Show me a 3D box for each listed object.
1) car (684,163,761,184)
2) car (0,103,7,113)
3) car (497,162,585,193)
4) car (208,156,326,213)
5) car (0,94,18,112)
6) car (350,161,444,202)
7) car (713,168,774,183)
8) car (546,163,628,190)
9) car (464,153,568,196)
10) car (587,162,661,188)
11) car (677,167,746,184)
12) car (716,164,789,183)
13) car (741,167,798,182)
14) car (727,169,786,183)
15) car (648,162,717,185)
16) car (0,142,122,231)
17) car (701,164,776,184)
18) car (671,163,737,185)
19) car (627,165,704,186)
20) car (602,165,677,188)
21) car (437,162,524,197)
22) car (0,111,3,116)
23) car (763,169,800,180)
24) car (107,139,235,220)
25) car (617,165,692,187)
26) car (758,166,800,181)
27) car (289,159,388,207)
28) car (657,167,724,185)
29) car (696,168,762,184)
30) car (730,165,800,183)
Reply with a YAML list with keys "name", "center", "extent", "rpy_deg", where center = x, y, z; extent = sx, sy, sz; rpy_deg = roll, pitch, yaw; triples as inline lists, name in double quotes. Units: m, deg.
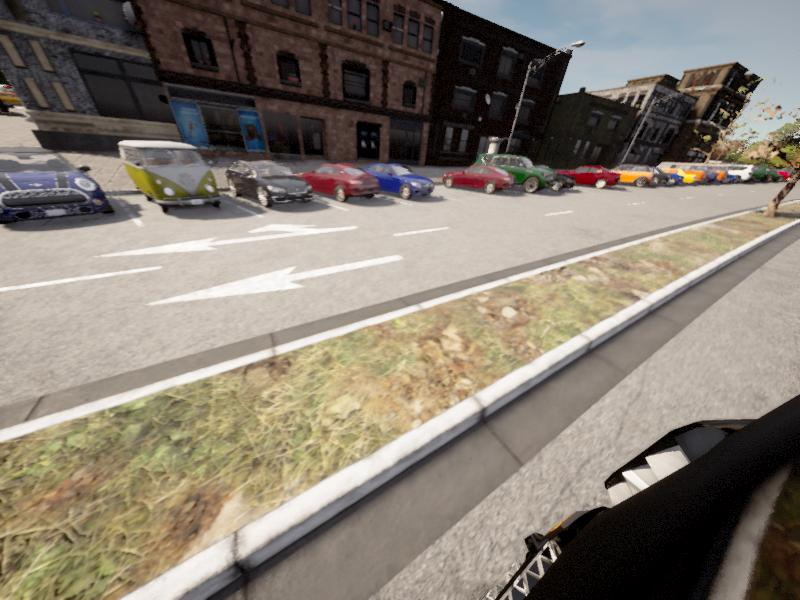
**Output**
- name: "car"
  center: [42.843, -17.053, 31.030]
  extent: [5.566, 2.045, 2.435]
  rpy_deg: [30, 42, 35]
- name: "car"
  center: [-47.173, -21.460, 24.847]
  extent: [2.002, 1.452, 4.674]
  rpy_deg: [28, 40, 23]
- name: "car"
  center: [10.322, -9.245, 17.251]
  extent: [5.008, 1.535, 2.097]
  rpy_deg: [28, 40, 33]
- name: "car"
  center: [-5.592, -5.016, 9.669]
  extent: [4.892, 1.521, 2.231]
  rpy_deg: [26, 39, 32]
- name: "car"
  center: [-48.931, -23.110, 26.679]
  extent: [2.002, 1.452, 4.674]
  rpy_deg: [27, 40, 23]
- name: "car"
  center: [-0.321, -6.427, 12.266]
  extent: [4.674, 1.452, 2.002]
  rpy_deg: [27, 40, 32]
- name: "car"
  center: [51.038, -18.626, 34.525]
  extent: [4.792, 1.488, 2.163]
  rpy_deg: [30, 41, 35]
- name: "car"
  center: [15.695, -10.574, 19.662]
  extent: [5.008, 1.535, 2.097]
  rpy_deg: [28, 41, 34]
- name: "car"
  center: [7.683, -8.762, 15.866]
  extent: [5.566, 2.045, 2.435]
  rpy_deg: [27, 40, 33]
- name: "car"
  center: [21.117, -11.970, 21.951]
  extent: [4.553, 1.767, 2.185]
  rpy_deg: [29, 41, 34]
- name: "car"
  center: [40.136, -16.225, 30.031]
  extent: [5.008, 1.535, 2.097]
  rpy_deg: [30, 41, 35]
- name: "car"
  center: [53.769, -19.473, 35.499]
  extent: [5.566, 2.045, 2.435]
  rpy_deg: [30, 41, 35]
- name: "car"
  center: [61.926, -21.186, 38.924]
  extent: [2.185, 1.767, 4.553]
  rpy_deg: [-27, 43, -37]
- name: "car"
  center: [56.479, -19.846, 36.773]
  extent: [4.792, 1.488, 2.163]
  rpy_deg: [30, 41, 35]
- name: "car"
  center: [32.062, -14.529, 26.455]
  extent: [4.442, 1.987, 1.878]
  rpy_deg: [29, 41, 35]
- name: "car"
  center: [-10.841, -3.650, 6.983]
  extent: [4.553, 1.767, 2.185]
  rpy_deg: [26, 39, 31]
- name: "car"
  center: [48.281, -18.272, 33.277]
  extent: [5.566, 2.045, 2.435]
  rpy_deg: [30, 42, 35]
- name: "car"
  center: [37.509, -15.757, 28.717]
  extent: [4.442, 1.987, 1.878]
  rpy_deg: [30, 41, 35]
- name: "car"
  center: [29.110, -13.842, 25.607]
  extent: [5.366, 1.575, 1.946]
  rpy_deg: [29, 42, 35]
- name: "car"
  center: [23.818, -12.507, 23.196]
  extent: [4.892, 1.521, 2.231]
  rpy_deg: [29, 42, 35]
- name: "car"
  center: [4.982, -7.832, 14.787]
  extent: [4.674, 1.452, 2.002]
  rpy_deg: [27, 41, 33]
- name: "car"
  center: [-45.326, -19.920, 23.112]
  extent: [1.946, 1.575, 5.366]
  rpy_deg: [27, 40, 23]
- name: "car"
  center: [75.452, -24.227, 44.706]
  extent: [1.946, 1.575, 5.366]
  rpy_deg: [-28, 43, -37]
- name: "car"
  center: [-8.111, -4.425, 8.174]
  extent: [4.442, 1.987, 1.878]
  rpy_deg: [26, 39, 32]
- name: "car"
  center: [26.525, -13.150, 24.368]
  extent: [5.008, 1.535, 2.097]
  rpy_deg: [29, 41, 35]
- name: "car"
  center: [72.827, -23.750, 43.362]
  extent: [2.435, 2.045, 5.566]
  rpy_deg: [-27, 43, -37]
- name: "car"
  center: [-2.960, -5.704, 10.976]
  extent: [4.674, 1.452, 2.002]
  rpy_deg: [26, 40, 32]
- name: "car"
  center: [34.667, -14.986, 27.806]
  extent: [4.792, 1.488, 2.163]
  rpy_deg: [29, 42, 35]
- name: "car"
  center: [45.576, -17.444, 32.279]
  extent: [5.008, 1.535, 2.097]
  rpy_deg: [30, 41, 35]
- name: "car"
  center: [59.213, -20.691, 37.746]
  extent: [5.566, 2.045, 2.435]
  rpy_deg: [30, 41, 35]
